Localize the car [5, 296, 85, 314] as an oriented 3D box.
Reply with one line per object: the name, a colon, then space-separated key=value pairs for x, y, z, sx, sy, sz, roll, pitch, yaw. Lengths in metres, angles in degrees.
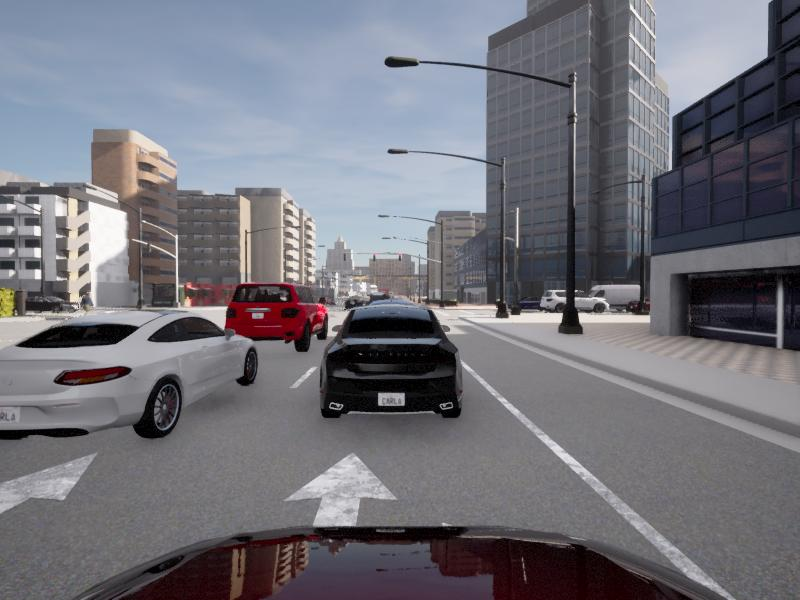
car: x=-30.277 y=0.413 z=34.256 sx=4.902 sy=1.511 sz=2.128 roll=0 pitch=1 yaw=-1

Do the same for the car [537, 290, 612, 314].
car: x=15.170 y=0.153 z=34.941 sx=5.566 sy=2.045 sz=2.150 roll=0 pitch=1 yaw=-1

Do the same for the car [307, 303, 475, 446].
car: x=-0.149 y=0.835 z=6.827 sx=1.837 sy=1.490 sz=4.892 roll=0 pitch=0 yaw=-1

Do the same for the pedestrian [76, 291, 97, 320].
pedestrian: x=-20.567 y=0.357 z=26.263 sx=0.751 sy=1.860 sz=0.751 roll=0 pitch=1 yaw=-3

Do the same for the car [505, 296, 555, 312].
car: x=12.427 y=0.376 z=38.379 sx=4.193 sy=1.474 sz=1.816 roll=0 pitch=1 yaw=-1

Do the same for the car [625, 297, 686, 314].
car: x=22.343 y=0.440 z=35.044 sx=4.193 sy=1.474 sz=1.816 roll=0 pitch=1 yaw=-1

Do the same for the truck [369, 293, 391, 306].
truck: x=-3.174 y=-0.144 z=66.497 sx=2.390 sy=2.098 sz=6.274 roll=0 pitch=0 yaw=9

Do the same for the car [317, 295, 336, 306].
car: x=-11.970 y=0.073 z=65.357 sx=2.242 sy=1.667 sz=4.611 roll=0 pitch=0 yaw=-1

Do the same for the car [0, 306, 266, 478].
car: x=-3.631 y=0.861 z=5.908 sx=1.812 sy=1.442 sz=4.674 roll=0 pitch=0 yaw=-1

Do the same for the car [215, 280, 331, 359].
car: x=-3.796 y=0.479 z=13.206 sx=2.150 sy=2.045 sz=5.566 roll=0 pitch=1 yaw=-1

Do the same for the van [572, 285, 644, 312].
van: x=19.906 y=-0.155 z=38.479 sx=5.915 sy=2.561 sz=1.988 roll=0 pitch=1 yaw=-1

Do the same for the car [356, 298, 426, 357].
car: x=-0.289 y=0.737 z=13.310 sx=1.882 sy=1.535 sz=5.008 roll=0 pitch=1 yaw=-1

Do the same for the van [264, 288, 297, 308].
van: x=-15.145 y=-0.233 z=51.184 sx=2.351 sy=2.431 sz=6.366 roll=0 pitch=0 yaw=-1

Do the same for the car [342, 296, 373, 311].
car: x=-4.544 y=0.321 z=43.170 sx=2.163 sy=1.488 sz=4.792 roll=0 pitch=1 yaw=9
